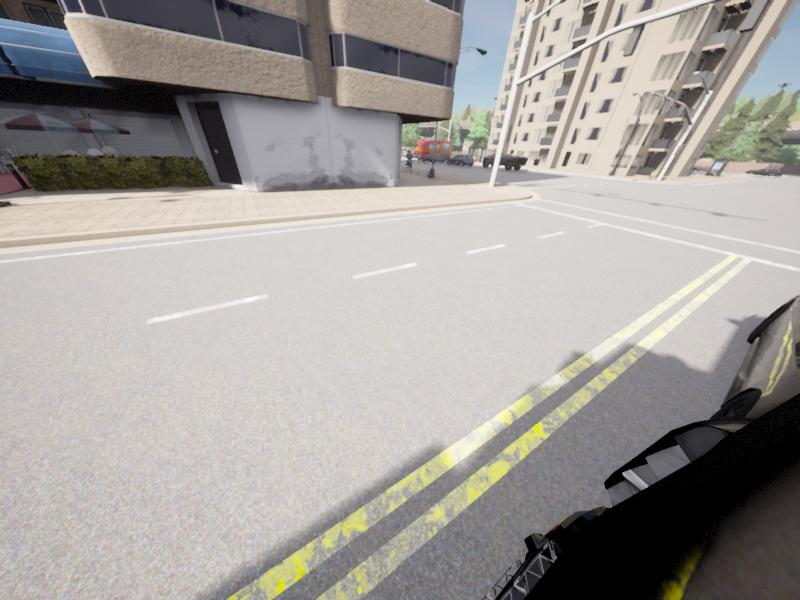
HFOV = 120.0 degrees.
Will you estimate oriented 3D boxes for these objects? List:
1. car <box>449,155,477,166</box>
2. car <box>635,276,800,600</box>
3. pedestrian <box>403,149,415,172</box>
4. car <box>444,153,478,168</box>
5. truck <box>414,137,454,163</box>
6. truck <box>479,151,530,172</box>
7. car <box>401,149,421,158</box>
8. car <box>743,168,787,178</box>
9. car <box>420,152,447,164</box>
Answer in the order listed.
[{"bbox_3d":[10.676,-23.874,39.446,1.994,1.385,4.181,-16,38,-26],"label":"car"},{"bbox_3d":[4.392,0.778,1.725,4.514,1.525,2.007,-16,38,-26],"label":"car"},{"bbox_3d":[0.813,-13.319,22.047,0.751,1.860,0.751,-15,38,-25],"label":"pedestrian"},{"bbox_3d":[9.293,-21.529,35.577,2.033,1.649,4.856,-16,38,-26],"label":"car"},{"bbox_3d":[6.308,-29.241,44.969,2.891,3.827,8.468,-16,38,-26],"label":"truck"},{"bbox_3d":[14.874,-20.041,33.337,2.390,2.098,6.274,-16,38,-26],"label":"truck"},{"bbox_3d":[2.740,-36.978,58.243,4.611,1.667,2.242,-16,38,-26],"label":"car"},{"bbox_3d":[78.813,-27.584,49.999,1.837,1.490,4.892,-16,38,-26],"label":"car"},{"bbox_3d":[5.775,-24.893,40.477,2.128,1.511,4.902,-16,38,-26],"label":"car"}]
